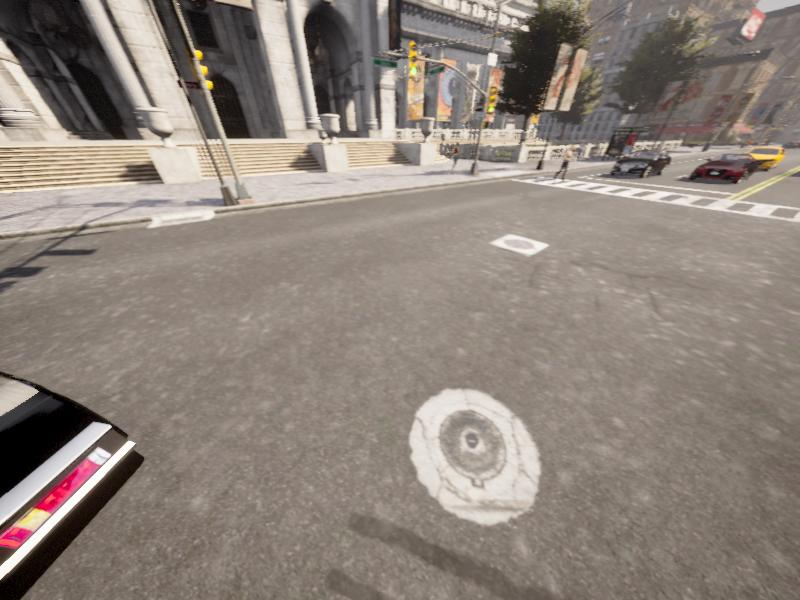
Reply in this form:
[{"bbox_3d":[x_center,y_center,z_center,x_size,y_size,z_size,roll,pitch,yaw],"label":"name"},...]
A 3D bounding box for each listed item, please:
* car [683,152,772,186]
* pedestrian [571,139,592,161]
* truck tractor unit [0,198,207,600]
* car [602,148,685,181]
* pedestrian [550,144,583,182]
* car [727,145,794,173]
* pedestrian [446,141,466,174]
[{"bbox_3d":[19.376,-7.863,13.702,4.181,1.385,1.994,-19,39,-25],"label":"car"},{"bbox_3d":[18.235,-15.097,23.251,0.751,1.860,0.751,-17,38,-22],"label":"pedestrian"},{"bbox_3d":[-5.355,0.116,0.195,6.516,4.208,3.053,4,35,6],"label":"truck tractor unit"},{"bbox_3d":[16.304,-9.189,15.499,4.902,1.511,2.128,-19,39,-25],"label":"car"},{"bbox_3d":[9.883,-8.158,13.765,0.751,1.860,0.751,-10,36,-13],"label":"pedestrian"},{"bbox_3d":[28.174,-11.096,18.043,5.008,1.535,1.882,-20,40,-26],"label":"car"},{"bbox_3d":[3.840,-9.820,15.930,0.751,1.860,0.751,-20,39,-25],"label":"pedestrian"}]
